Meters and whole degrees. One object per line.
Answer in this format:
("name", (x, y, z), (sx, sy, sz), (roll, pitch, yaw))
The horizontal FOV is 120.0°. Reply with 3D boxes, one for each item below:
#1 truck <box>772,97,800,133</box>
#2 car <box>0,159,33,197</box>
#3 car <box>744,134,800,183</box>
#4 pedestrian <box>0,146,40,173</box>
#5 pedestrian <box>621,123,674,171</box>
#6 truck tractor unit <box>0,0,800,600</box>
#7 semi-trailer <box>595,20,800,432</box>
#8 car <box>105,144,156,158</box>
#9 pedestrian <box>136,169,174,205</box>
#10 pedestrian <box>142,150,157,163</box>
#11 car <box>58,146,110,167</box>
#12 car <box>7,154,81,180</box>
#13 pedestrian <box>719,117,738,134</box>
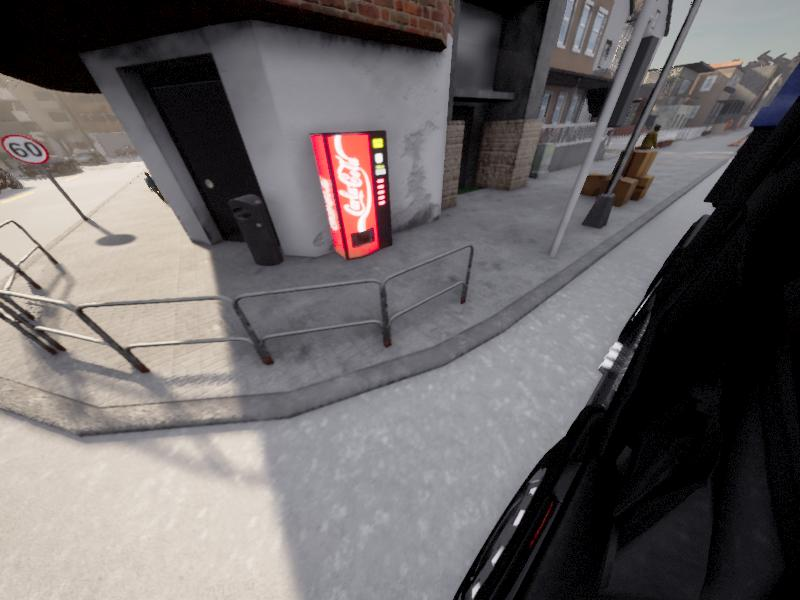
("truck", (56.673, -26.025, 32.528), (8.468, 3.827, 2.891), (-25, 42, -28))
("car", (-22.131, -6.077, 11.754), (2.163, 1.488, 4.792), (-26, 42, -28))
("car", (16.840, -6.033, 9.708), (4.181, 1.385, 1.994), (-26, 42, -28))
("pedestrian", (-33.083, -12.212, 20.093), (0.751, 1.860, 0.751), (-5, 37, -4))
("pedestrian", (11.778, -7.310, 11.074), (0.751, 1.860, 0.751), (-7, 37, -6))
("truck tractor unit", (2.645, -0.295, 0.351), (6.516, 4.208, 3.053), (-28, 44, -30))
("semi-trailer", (8.876, -3.454, 4.081), (14.254, 4.402, 2.717), (-26, 42, -28))
("car", (-41.548, -23.149, 35.814), (1.882, 1.535, 5.008), (2, 37, 6))
("pedestrian", (-9.219, -4.268, 8.711), (0.500, 1.100, 0.500), (29, 46, 35))
("pedestrian", (-26.186, -15.013, 24.149), (0.500, 1.100, 0.500), (7, 37, 12))
("car", (-35.256, -16.185, 25.987), (2.033, 1.649, 4.856), (-25, 42, -27))
("car", (-28.598, -10.925, 18.806), (1.895, 1.301, 4.718), (-25, 42, -28))
("pedestrian", (46.735, -24.847, 32.901), (0.751, 1.860, 0.751), (-25, 42, -28))
